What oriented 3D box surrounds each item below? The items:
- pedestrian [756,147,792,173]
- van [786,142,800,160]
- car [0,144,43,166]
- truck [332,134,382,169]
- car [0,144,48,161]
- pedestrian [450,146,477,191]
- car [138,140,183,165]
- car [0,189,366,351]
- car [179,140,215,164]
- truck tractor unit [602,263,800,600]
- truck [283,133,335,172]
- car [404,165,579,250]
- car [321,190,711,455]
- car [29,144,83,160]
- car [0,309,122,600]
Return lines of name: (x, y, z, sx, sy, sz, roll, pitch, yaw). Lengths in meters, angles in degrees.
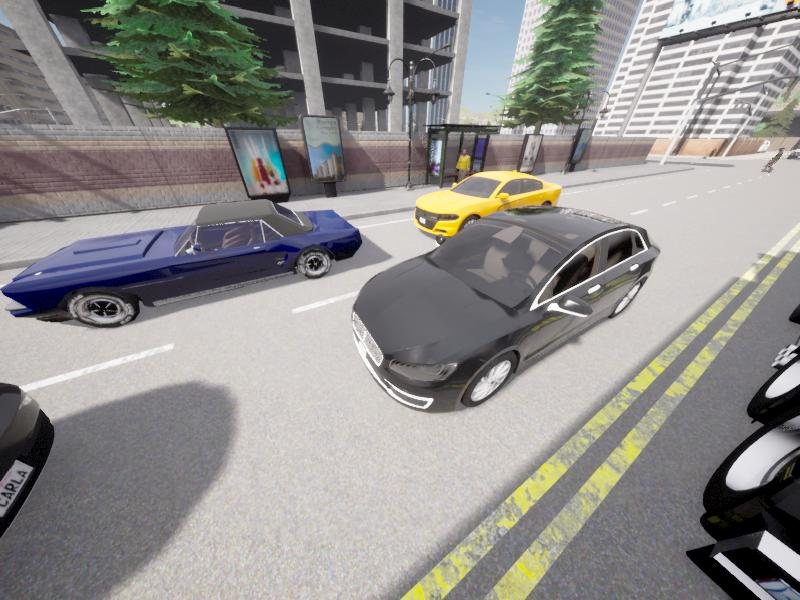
pedestrian: (31.593, -11.822, 19.534, 0.751, 1.860, 0.751, -19, 39, -26)
van: (61.188, -22.548, 34.601, 5.915, 2.561, 1.988, -18, 39, -24)
car: (-38.690, -14.423, 22.914, 1.851, 1.617, 3.988, -18, 39, -25)
truck: (-4.006, -13.769, 21.295, 2.615, 2.467, 5.204, -18, 39, -24)
car: (-46.466, -18.024, 28.111, 2.128, 1.511, 4.902, -18, 39, -25)
pedestrian: (3.109, -6.441, 11.331, 0.751, 1.860, 0.751, 24, 41, 30)
car: (-23.720, -14.790, 23.070, 1.905, 1.878, 3.866, -18, 39, -24)
car: (-3.233, -1.005, 4.282, 4.718, 1.301, 1.895, -18, 39, -24)
car: (-21.175, -15.624, 24.286, 1.905, 1.878, 3.866, -18, 39, -24)
truck tractor unit: (5.107, -0.304, 0.783, 6.516, 4.208, 3.053, -18, 39, -24)
truck: (-7.736, -12.547, 19.513, 2.615, 2.467, 5.204, -18, 39, -24)
car: (2.770, -3.063, 7.069, 5.008, 1.535, 1.882, -18, 39, -24)
car: (1.720, -0.393, 3.267, 4.892, 1.490, 1.837, -18, 39, -24)
car: (-43.188, -18.787, 29.205, 1.882, 1.535, 5.008, -18, 39, -25)
car: (-4.522, 1.647, 0.292, 4.892, 1.490, 1.837, -18, 39, -25)
